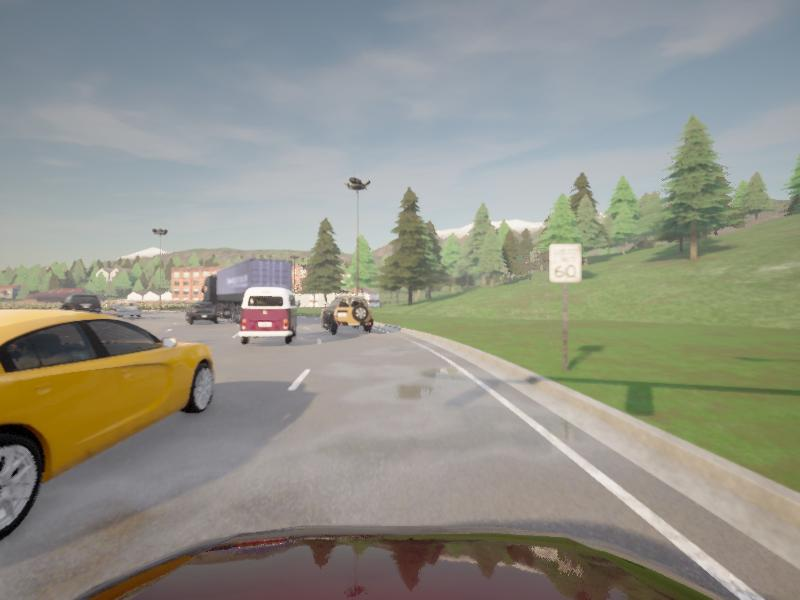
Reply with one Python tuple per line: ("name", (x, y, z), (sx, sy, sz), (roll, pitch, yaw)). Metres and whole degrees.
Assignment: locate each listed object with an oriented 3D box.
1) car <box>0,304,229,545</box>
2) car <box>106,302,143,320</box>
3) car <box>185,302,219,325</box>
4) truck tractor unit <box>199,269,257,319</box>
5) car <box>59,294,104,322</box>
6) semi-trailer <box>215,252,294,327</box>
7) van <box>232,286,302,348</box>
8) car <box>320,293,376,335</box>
("car", (-3.610, 0.827, 3.984), (1.882, 1.535, 5.008), (0, 0, -3))
("car", (-24.251, 0.883, 35.163), (3.806, 1.475, 1.970), (0, 0, 43))
("car", (-14.063, 0.875, 28.311), (1.816, 1.474, 4.193), (0, 0, -31))
("truck tractor unit", (-16.046, -0.497, 37.070), (3.053, 4.208, 6.516), (0, 0, -41))
("car", (-25.368, 0.597, 31.786), (5.566, 2.045, 2.150), (0, -1, 45))
("semi-trailer", (-11.624, -0.605, 30.522), (2.717, 4.402, 14.254), (1, 0, -32))
("van", (-4.996, 0.579, 15.622), (2.069, 2.038, 4.480), (1, 0, -12))
("car", (-2.767, 0.663, 20.297), (1.932, 1.855, 4.605), (1, -1, -18))
